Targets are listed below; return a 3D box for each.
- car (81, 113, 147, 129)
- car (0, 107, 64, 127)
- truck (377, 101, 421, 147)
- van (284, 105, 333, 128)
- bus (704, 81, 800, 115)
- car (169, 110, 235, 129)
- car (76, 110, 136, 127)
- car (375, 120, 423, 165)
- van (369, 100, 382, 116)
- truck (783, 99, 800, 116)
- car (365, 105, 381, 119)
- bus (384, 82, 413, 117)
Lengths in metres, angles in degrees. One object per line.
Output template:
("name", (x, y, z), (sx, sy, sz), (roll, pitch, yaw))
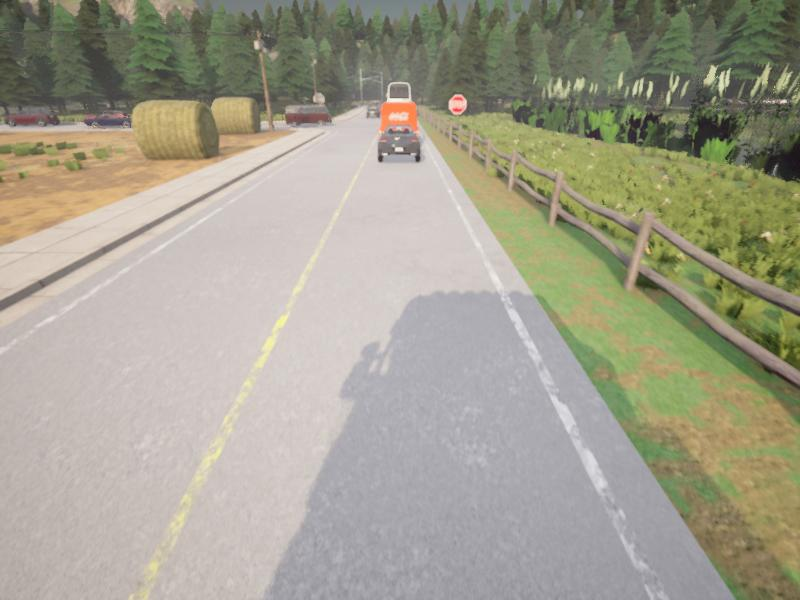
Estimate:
("car", (-27.804, -17.432, 38.995), (4.718, 1.301, 1.895), (-1, 27, -2))
("car", (-38.318, -18.998, 41.537), (4.553, 1.767, 2.097), (-1, 27, -2))
("truck", (-0.054, -11.820, 26.656), (2.627, 2.467, 5.204), (0, 27, 0))
("van", (-9.013, -18.263, 39.728), (4.442, 1.987, 1.775), (-3, 28, -5))
("bus", (53.174, -30.830, 61.107), (3.944, 4.253, 10.273), (-5, 28, -10))
("car", (-19.326, -17.775, 39.296), (5.366, 1.575, 1.801), (-1, 27, -2))
("car", (-30.720, -19.074, 41.926), (4.514, 1.525, 2.007), (-1, 27, -2))
("car", (-0.044, -8.207, 20.611), (2.152, 1.651, 5.027), (0, 27, 0))
("van", (-3.614, -28.662, 59.669), (1.775, 1.987, 4.442), (0, 27, 0))
("truck", (57.691, -26.668, 55.399), (2.390, 2.098, 6.274), (-5, 28, -10))
("car", (-3.598, -25.237, 53.537), (1.789, 1.549, 3.705), (0, 27, 0))
("bus", (-0.274, -29.933, 59.641), (3.944, 4.253, 10.273), (0, 27, 0))
